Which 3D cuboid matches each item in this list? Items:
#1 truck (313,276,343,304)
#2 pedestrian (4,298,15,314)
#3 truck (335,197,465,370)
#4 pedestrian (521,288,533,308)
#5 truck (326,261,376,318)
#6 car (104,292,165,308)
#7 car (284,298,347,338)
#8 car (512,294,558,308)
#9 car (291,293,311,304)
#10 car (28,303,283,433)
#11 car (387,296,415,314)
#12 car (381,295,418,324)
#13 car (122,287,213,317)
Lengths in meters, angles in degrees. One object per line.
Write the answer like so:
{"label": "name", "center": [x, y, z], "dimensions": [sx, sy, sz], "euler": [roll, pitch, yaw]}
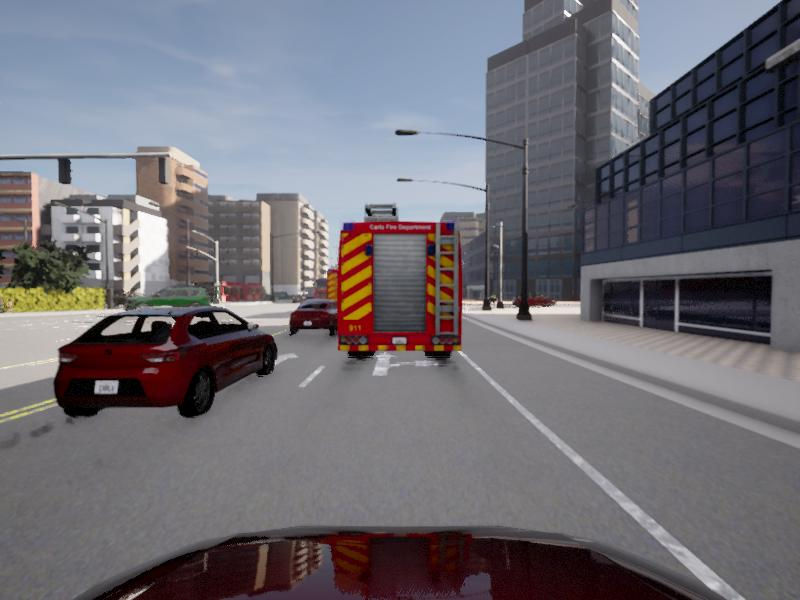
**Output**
{"label": "truck", "center": [-10.614, -1.480, 59.850], "dimensions": [2.891, 3.827, 8.468], "euler": [0, 1, 0]}
{"label": "pedestrian", "center": [-28.566, 0.429, 29.252], "dimensions": [0.500, 1.100, 0.500], "euler": [-1, 2, -36]}
{"label": "truck", "center": [-0.013, -0.422, 13.118], "dimensions": [2.891, 3.827, 8.468], "euler": [0, 1, 0]}
{"label": "pedestrian", "center": [11.802, -0.167, 37.173], "dimensions": [0.751, 1.860, 0.751], "euler": [0, 2, -15]}
{"label": "truck", "center": [-3.548, -0.813, 31.083], "dimensions": [2.891, 3.827, 8.468], "euler": [0, 1, 0]}
{"label": "car", "center": [-27.869, -0.013, 42.091], "dimensions": [5.027, 1.651, 2.152], "euler": [0, 2, 1]}
{"label": "car", "center": [-3.534, 0.683, 17.622], "dimensions": [1.812, 1.442, 4.674], "euler": [0, 1, 0]}
{"label": "car", "center": [14.024, 0.069, 41.844], "dimensions": [4.193, 1.474, 1.816], "euler": [0, 2, 0]}
{"label": "car", "center": [-14.094, -0.263, 57.194], "dimensions": [1.970, 1.475, 3.806], "euler": [0, 1, 0]}
{"label": "car", "center": [-3.514, 0.823, 6.851], "dimensions": [1.816, 1.474, 4.193], "euler": [0, 1, 0]}
{"label": "car", "center": [0.176, 0.362, 33.156], "dimensions": [1.994, 1.385, 4.181], "euler": [0, 2, 5]}
{"label": "car", "center": [-0.036, 0.480, 24.865], "dimensions": [2.038, 1.542, 4.974], "euler": [0, 2, 0]}
{"label": "car", "center": [-17.073, 0.109, 29.598], "dimensions": [5.566, 2.045, 2.150], "euler": [-1, 2, -38]}
